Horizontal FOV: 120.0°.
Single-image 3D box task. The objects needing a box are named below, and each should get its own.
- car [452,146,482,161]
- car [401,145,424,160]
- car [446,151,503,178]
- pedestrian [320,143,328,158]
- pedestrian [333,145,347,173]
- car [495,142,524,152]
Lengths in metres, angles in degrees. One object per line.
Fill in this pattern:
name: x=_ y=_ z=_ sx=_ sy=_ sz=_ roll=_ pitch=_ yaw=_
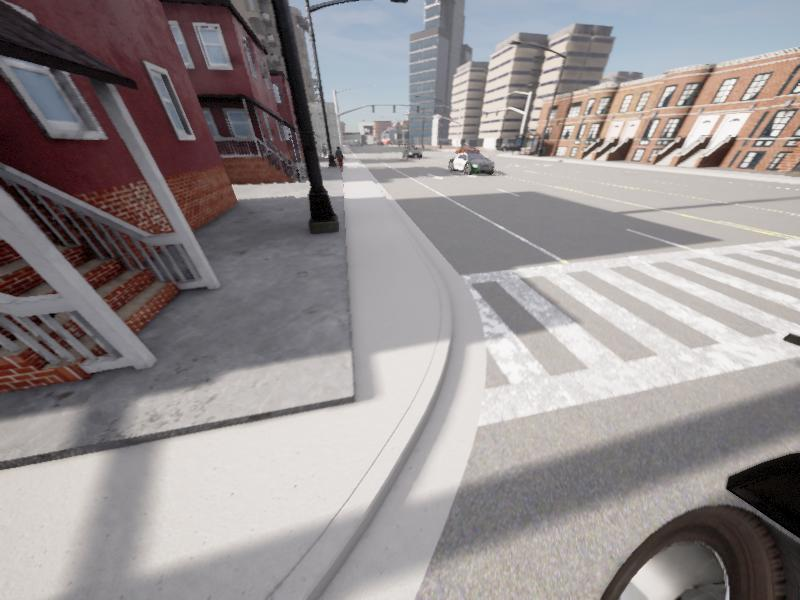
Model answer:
car: x=9.268 y=-20.584 z=32.296 sx=1.882 sy=1.535 sz=5.008 roll=-7 pitch=35 yaw=-9
car: x=1.791 y=-21.519 z=33.698 sx=2.242 sy=1.667 sz=4.611 roll=-7 pitch=35 yaw=-9
car: x=5.629 y=-10.836 z=18.270 sx=2.038 sy=1.542 sz=4.974 roll=-7 pitch=34 yaw=-10
pedestrian: x=-11.381 y=-22.418 z=34.654 sx=0.751 sy=1.860 sz=0.751 roll=-5 pitch=35 yaw=-7
pedestrian: x=-4.886 y=-11.536 z=18.900 sx=0.751 sy=1.860 sz=0.751 roll=-4 pitch=35 yaw=-5
car: x=23.584 y=-33.071 z=49.987 sx=5.238 sy=1.638 sz=1.930 roll=-7 pitch=35 yaw=-9
